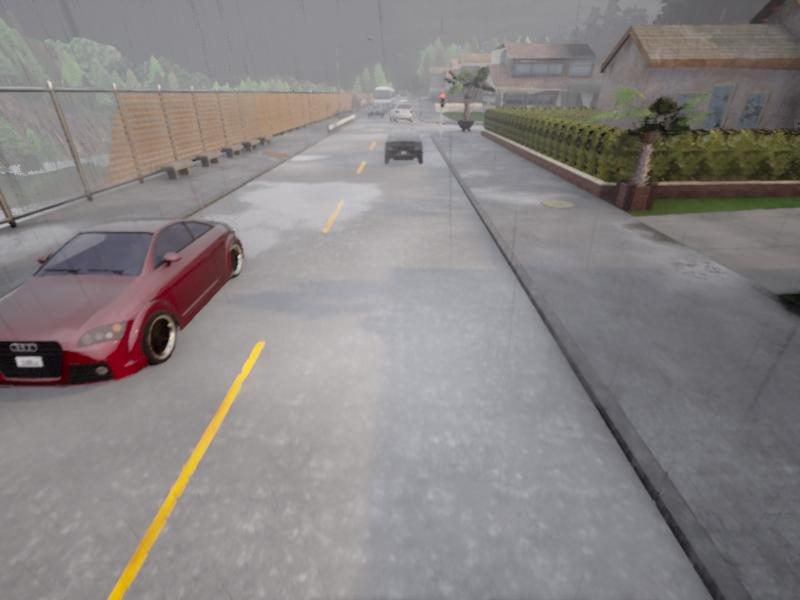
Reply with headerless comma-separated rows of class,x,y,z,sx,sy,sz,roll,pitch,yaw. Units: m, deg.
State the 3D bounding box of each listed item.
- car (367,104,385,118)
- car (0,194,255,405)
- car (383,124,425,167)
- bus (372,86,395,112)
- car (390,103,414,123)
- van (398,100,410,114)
car,-3.447,-27.333,57.877,2.152,1.651,5.027,1,27,2
car,-3.946,-0.411,5.953,1.994,1.385,4.181,0,27,0
car,0.191,-7.977,20.396,1.882,1.535,5.008,0,27,1
bus,-3.135,-40.341,80.220,3.944,4.253,10.273,0,27,1
car,0.183,-22.264,47.536,2.150,2.045,5.566,-4,27,-6
van,0.644,-33.335,69.007,2.069,2.038,4.480,0,27,1
